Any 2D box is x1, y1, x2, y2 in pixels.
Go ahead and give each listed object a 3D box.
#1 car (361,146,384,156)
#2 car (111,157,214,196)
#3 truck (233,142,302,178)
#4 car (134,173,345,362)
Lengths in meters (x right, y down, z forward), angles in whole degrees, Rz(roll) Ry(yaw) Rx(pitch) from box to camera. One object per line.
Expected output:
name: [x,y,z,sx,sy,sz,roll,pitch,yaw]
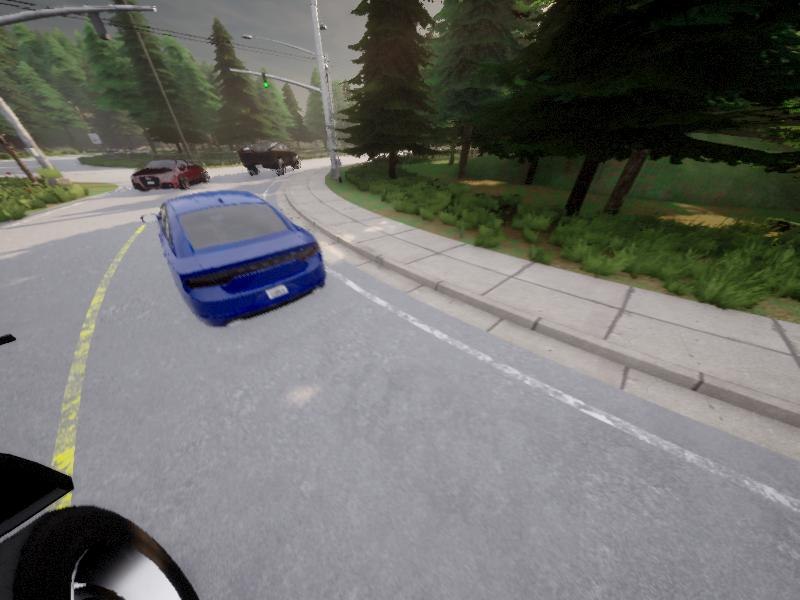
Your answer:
car: [-5.037,-27.565,42.629,2.128,1.511,4.902,13,36,17]
car: [-12.408,-6.856,12.556,1.994,1.385,4.181,-8,35,-12]
truck: [-10.134,-11.374,18.517,2.390,2.098,6.274,-3,35,-4]
car: [-3.338,-1.274,4.466,1.882,1.535,5.008,-28,44,-35]
